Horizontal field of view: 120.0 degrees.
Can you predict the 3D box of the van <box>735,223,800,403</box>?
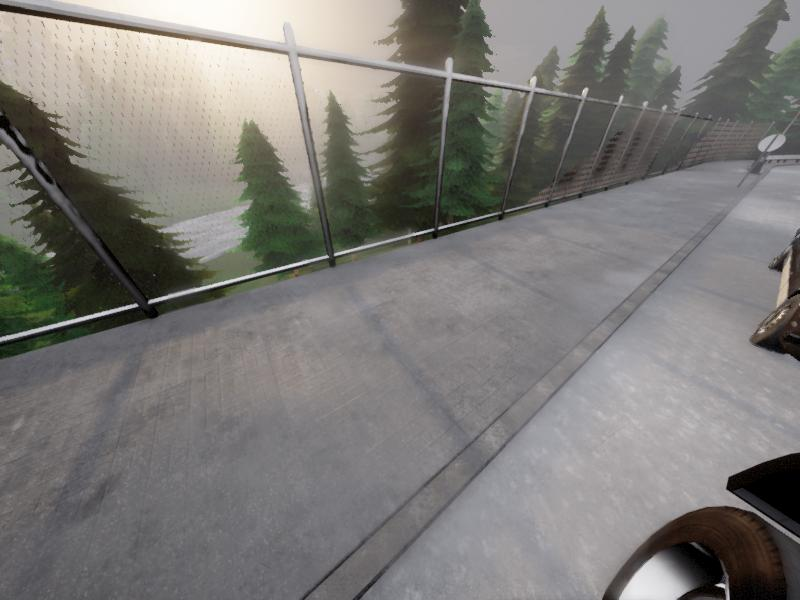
[{"bbox_3d":[6.883,-0.695,2.669,5.915,2.561,1.988,-22,41,-28],"label":"van"}]
